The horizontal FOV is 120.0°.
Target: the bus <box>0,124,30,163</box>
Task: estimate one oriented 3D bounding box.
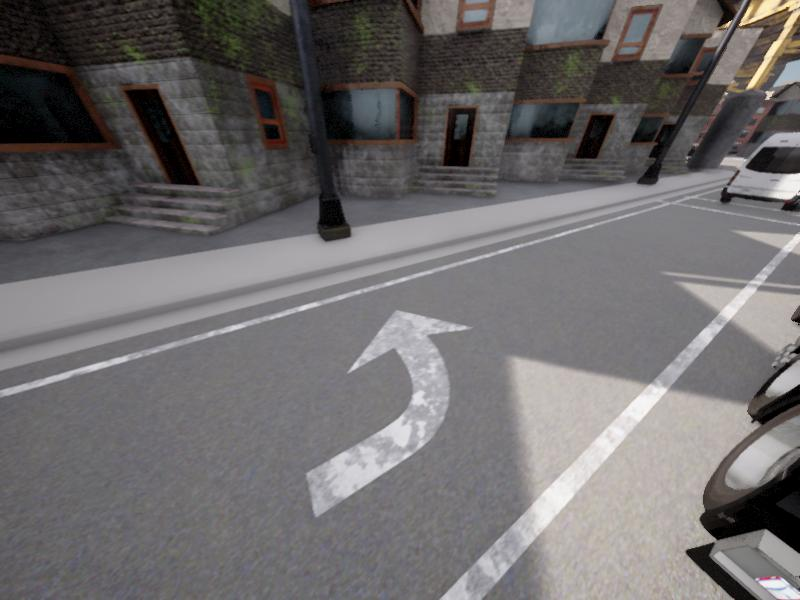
[{"bbox_3d":[-36.047,-11.413,15.624,3.944,4.253,10.273,9,37,12],"label":"bus"}]

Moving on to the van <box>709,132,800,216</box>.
[{"bbox_3d":[16.635,-5.505,9.799,5.915,2.561,1.988,-16,38,-22],"label":"van"}]

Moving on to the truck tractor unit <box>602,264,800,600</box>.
[{"bbox_3d":[5.113,-0.298,0.783,6.516,4.208,3.053,-18,39,-24],"label":"truck tractor unit"}]
